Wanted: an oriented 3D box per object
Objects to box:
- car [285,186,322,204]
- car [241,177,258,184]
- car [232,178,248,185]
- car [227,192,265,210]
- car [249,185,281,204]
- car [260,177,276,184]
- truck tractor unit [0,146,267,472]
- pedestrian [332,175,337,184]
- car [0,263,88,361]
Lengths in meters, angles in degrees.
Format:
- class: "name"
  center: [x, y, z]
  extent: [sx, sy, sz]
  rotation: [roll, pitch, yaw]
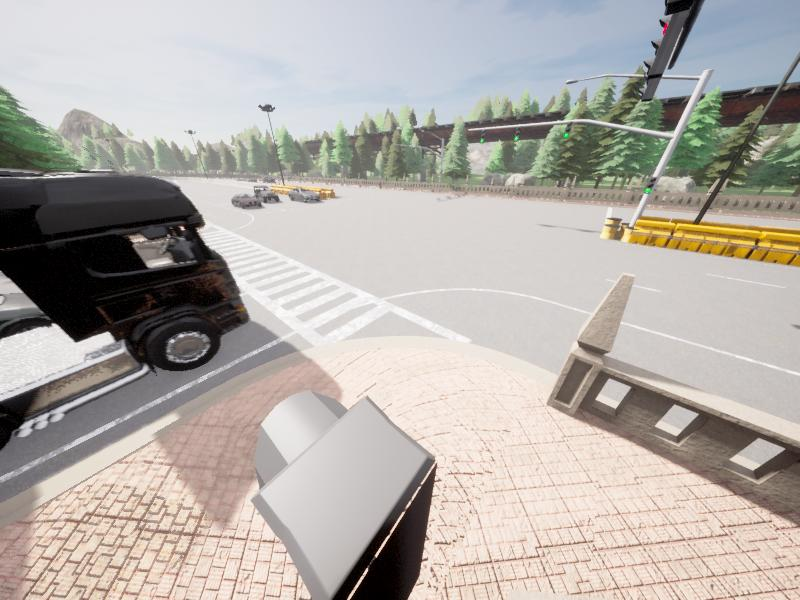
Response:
- class: "car"
  center: [-12.791, -13.966, 30.573]
  extent: [5.027, 1.651, 2.152]
  rotation: [23, 37, 34]
- class: "car"
  center: [-41.307, -32.892, 63.444]
  extent: [4.974, 1.542, 2.038]
  rotation: [23, 37, 34]
- class: "car"
  center: [-41.289, -30.568, 59.474]
  extent: [3.806, 1.475, 1.970]
  rotation: [23, 37, 34]
- class: "car"
  center: [-17.466, -11.248, 26.120]
  extent: [4.181, 1.385, 1.994]
  rotation: [23, 37, 34]
- class: "car"
  center: [-17.521, -13.791, 30.001]
  extent: [3.866, 1.878, 1.905]
  rotation: [23, 37, 34]
- class: "car"
  center: [-36.655, -33.199, 64.017]
  extent: [4.892, 1.490, 1.837]
  rotation: [23, 37, 34]
- class: "truck tractor unit"
  center: [-6.790, 0.027, 3.741]
  extent: [3.053, 4.208, 6.516]
  rotation: [23, 37, 34]
- class: "pedestrian"
  center: [-17.165, -31.488, 60.331]
  extent: [0.751, 1.860, 0.751]
  rotation: [24, 38, 35]
- class: "car"
  center: [-10.632, 0.703, 5.183]
  extent: [1.851, 1.617, 3.988]
  rotation: [23, 37, 34]
